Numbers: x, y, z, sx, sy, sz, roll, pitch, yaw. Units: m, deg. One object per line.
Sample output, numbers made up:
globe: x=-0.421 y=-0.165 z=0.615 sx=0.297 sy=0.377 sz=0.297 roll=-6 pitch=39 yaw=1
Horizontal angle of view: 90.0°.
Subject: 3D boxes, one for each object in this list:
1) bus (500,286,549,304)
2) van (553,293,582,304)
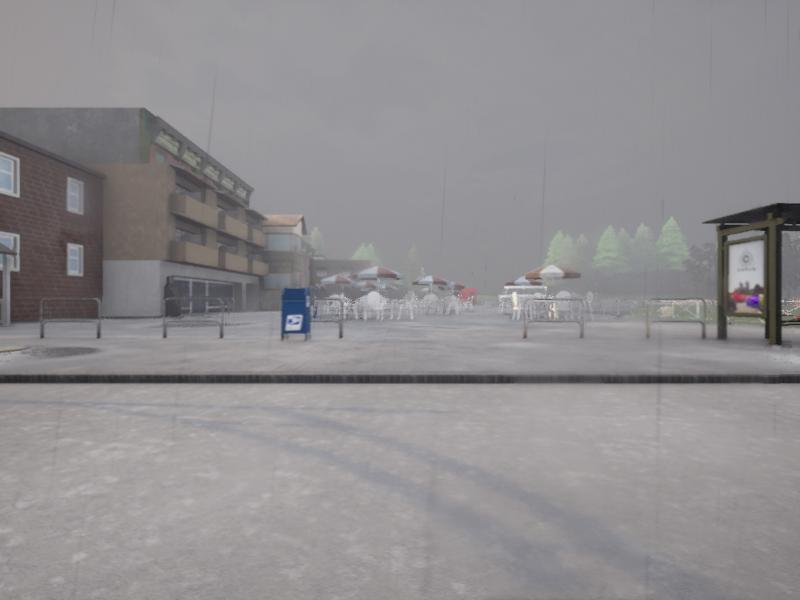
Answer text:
bus: x=28.774 y=-1.122 z=93.039 sx=10.273 sy=4.253 sz=3.944 roll=0 pitch=0 yaw=0
van: x=38.979 y=-0.278 z=93.186 sx=5.915 sy=2.561 sz=1.988 roll=0 pitch=0 yaw=0
